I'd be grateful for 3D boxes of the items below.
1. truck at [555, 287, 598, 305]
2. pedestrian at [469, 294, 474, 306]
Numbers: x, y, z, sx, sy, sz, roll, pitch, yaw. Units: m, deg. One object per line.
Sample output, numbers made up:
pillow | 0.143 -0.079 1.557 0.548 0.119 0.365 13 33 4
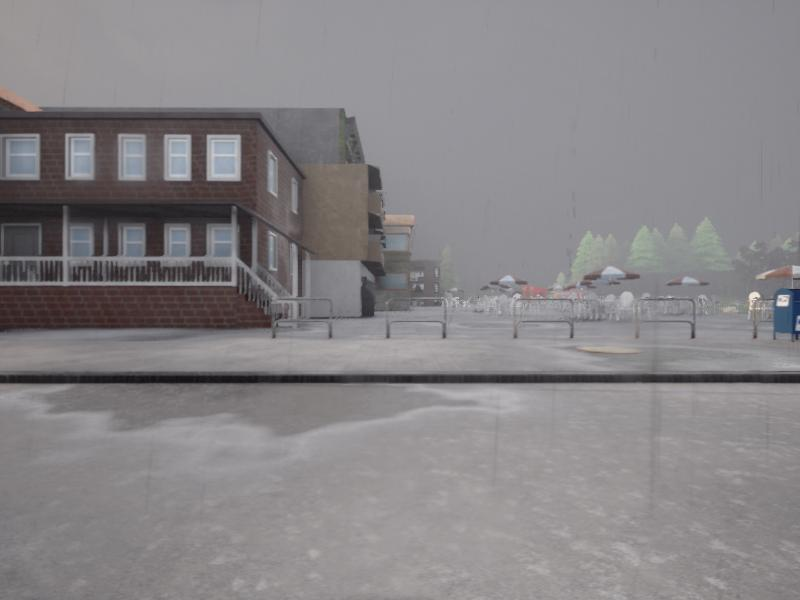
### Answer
truck | 39.336 -0.889 89.353 8.468 3.827 2.891 0 0 0
pedestrian | 11.645 -0.033 65.255 0.751 1.860 0.751 0 0 -1
